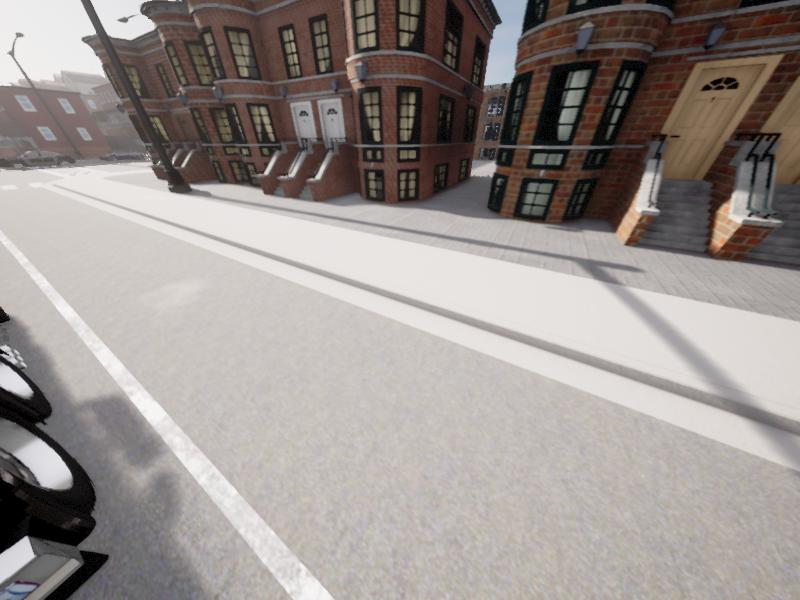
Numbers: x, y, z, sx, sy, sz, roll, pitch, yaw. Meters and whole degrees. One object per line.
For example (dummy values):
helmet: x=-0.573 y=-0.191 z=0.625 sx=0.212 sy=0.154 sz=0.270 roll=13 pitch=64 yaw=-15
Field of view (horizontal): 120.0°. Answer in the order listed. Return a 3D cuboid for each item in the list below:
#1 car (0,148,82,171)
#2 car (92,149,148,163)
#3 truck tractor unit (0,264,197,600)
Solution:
car: x=-37.333 y=-14.404 z=23.592 sx=1.930 sy=1.638 sz=5.238 roll=15 pitch=38 yaw=21
car: x=-36.844 y=-19.079 z=30.541 sx=1.994 sy=1.385 sz=4.181 roll=18 pitch=39 yaw=25
truck tractor unit: x=-5.113 y=-0.299 z=0.776 sx=6.516 sy=4.208 sz=3.053 roll=18 pitch=39 yaw=24
